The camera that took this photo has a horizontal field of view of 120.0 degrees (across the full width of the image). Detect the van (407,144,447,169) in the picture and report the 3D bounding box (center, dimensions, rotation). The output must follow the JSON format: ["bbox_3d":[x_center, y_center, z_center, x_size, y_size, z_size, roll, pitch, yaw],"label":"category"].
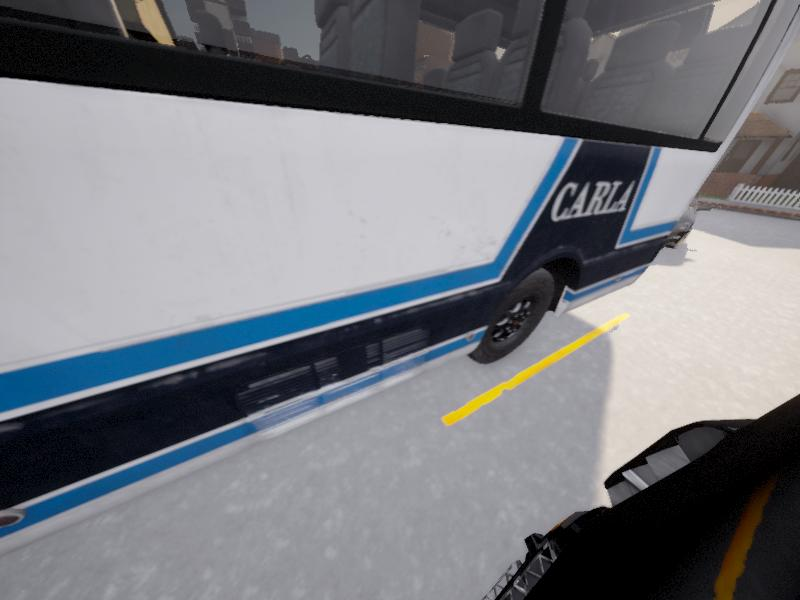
[{"bbox_3d":[3.418,-19.282,30.969,1.988,2.561,5.915,-16,38,-26],"label":"van"}]

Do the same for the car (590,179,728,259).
[{"bbox_3d":[8.726,-3.047,7.862,4.902,1.511,2.128,-25,43,-35],"label":"car"}]

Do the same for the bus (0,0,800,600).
[{"bbox_3d":[-1.207,-1.177,1.795,10.273,4.253,3.944,-15,37,-25],"label":"bus"}]

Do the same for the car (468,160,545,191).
[{"bbox_3d":[7.892,-9.682,17.779,2.038,1.542,4.974,-15,37,-25],"label":"car"}]

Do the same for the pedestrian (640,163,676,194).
[{"bbox_3d":[18.472,-8.697,16.587,0.751,1.860,0.751,-11,36,-20],"label":"pedestrian"}]
